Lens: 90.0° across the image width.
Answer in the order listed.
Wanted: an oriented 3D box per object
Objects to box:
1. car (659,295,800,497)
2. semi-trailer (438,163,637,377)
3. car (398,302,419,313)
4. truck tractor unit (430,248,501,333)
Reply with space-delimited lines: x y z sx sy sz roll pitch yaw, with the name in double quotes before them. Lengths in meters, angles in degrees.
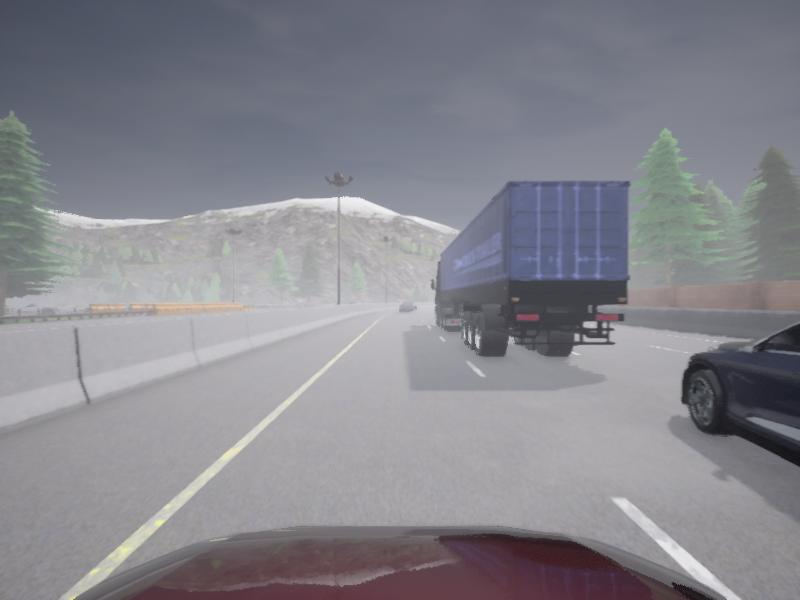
"car" 4.287 0.783 3.165 2.033 1.649 4.856 0 0 10
"semi-trailer" 3.499 -0.600 15.329 2.717 4.402 14.254 0 0 0
"car" 1.203 0.956 53.600 2.033 1.411 5.357 0 0 11
"truck tractor unit" 3.508 -0.492 23.245 3.053 4.208 6.516 0 0 0
